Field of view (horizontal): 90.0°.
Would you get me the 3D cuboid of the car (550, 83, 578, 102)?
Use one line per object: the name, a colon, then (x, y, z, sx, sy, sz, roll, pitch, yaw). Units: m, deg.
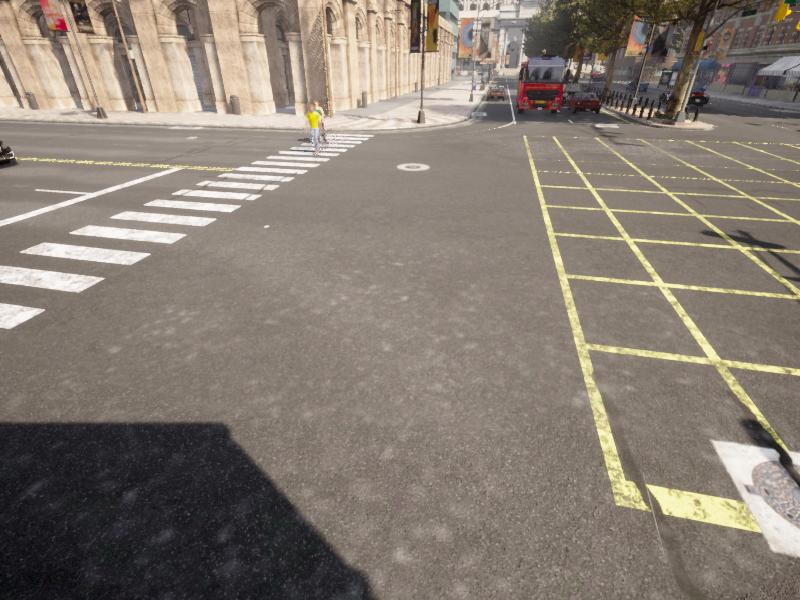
car: (16.913, -21.521, 41.426, 1.970, 1.475, 3.806, 7, 31, 11)

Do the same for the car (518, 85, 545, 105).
car: (12.494, -19.655, 38.227, 1.970, 1.475, 3.806, 6, 31, 11)

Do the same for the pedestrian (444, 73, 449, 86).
pedestrian: (7.788, -36.923, 67.070, 0.751, 1.860, 0.751, 6, 31, 10)

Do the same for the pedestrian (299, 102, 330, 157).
pedestrian: (-3.247, -6.517, 15.287, 0.751, 1.860, 0.751, 4, 31, 7)

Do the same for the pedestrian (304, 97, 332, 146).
pedestrian: (-3.551, -7.763, 17.421, 0.751, 1.860, 0.751, 9, 31, 14)

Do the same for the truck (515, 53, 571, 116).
truck: (10.813, -16.895, 31.170, 2.891, 3.827, 8.468, 6, 31, 11)

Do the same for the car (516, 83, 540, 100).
car: (13.929, -22.862, 43.828, 1.994, 1.385, 4.181, 6, 31, 10)

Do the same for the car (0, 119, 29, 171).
car: (-15.828, -5.279, 13.570, 4.892, 1.490, 1.837, 6, 31, 11)

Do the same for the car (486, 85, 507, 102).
car: (9.978, -21.411, 41.402, 1.895, 1.301, 4.718, 6, 31, 11)

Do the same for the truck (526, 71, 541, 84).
truck: (28.203, -47.194, 84.786, 2.390, 2.098, 6.274, 6, 31, 11)

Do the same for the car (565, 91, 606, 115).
car: (14.102, -15.123, 30.645, 1.895, 1.301, 4.718, 6, 31, 11)

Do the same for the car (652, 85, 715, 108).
car: (24.916, -18.038, 35.403, 2.038, 1.542, 4.974, 1, 30, 1)

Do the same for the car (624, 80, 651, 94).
car: (31.892, -28.746, 53.842, 1.812, 1.442, 4.674, 6, 31, 11)

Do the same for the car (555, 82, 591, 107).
car: (15.615, -18.742, 36.350, 2.097, 1.767, 4.553, 6, 31, 11)
